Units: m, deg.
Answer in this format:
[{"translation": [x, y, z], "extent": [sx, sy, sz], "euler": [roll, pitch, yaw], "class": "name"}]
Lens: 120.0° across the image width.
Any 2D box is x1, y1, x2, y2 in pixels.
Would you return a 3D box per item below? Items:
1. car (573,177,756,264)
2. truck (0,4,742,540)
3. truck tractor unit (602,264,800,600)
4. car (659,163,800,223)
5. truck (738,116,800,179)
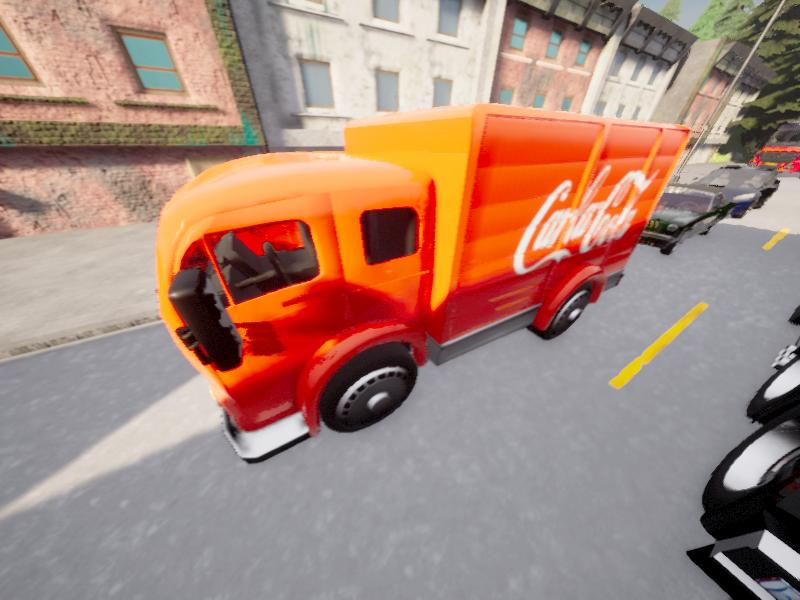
[{"translation": [7.452, -2.491, 6.520], "extent": [4.718, 1.301, 1.895], "euler": [-18, 39, -25], "class": "car"}, {"translation": [0.542, -0.734, 2.902], "extent": [5.204, 2.467, 2.627], "euler": [-18, 39, -24], "class": "truck"}, {"translation": [5.112, -0.299, 0.786], "extent": [6.516, 4.208, 3.053], "euler": [-18, 39, -24], "class": "truck tractor unit"}, {"translation": [13.183, -4.435, 9.204], "extent": [4.792, 1.488, 2.163], "euler": [-18, 39, -24], "class": "car"}, {"translation": [32.956, -11.538, 17.543], "extent": [8.468, 3.827, 2.891], "euler": [-2, 34, -3], "class": "truck"}]
